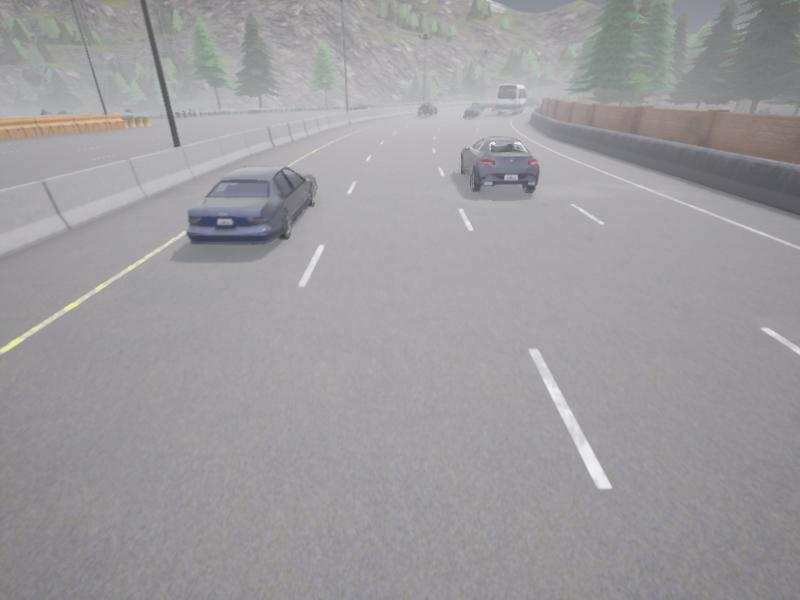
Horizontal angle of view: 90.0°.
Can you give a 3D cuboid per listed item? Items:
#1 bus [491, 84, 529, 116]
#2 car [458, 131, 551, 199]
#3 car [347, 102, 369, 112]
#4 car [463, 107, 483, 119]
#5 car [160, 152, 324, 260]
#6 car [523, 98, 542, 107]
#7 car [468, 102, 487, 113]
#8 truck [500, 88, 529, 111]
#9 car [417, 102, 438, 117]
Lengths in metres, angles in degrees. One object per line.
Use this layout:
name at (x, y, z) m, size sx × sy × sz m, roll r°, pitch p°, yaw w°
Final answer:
bus at (17.752, -32.121, 64.086) m, size 3.944 × 4.253 × 10.273 m, roll 11°, pitch 29°, yaw 20°
car at (3.551, -5.163, 14.795) m, size 2.152 × 1.651 × 5.027 m, roll 0°, pitch 27°, yaw 1°
car at (-7.778, -36.070, 74.669) m, size 1.882 × 1.535 × 5.008 m, roll 11°, pitch 29°, yaw 20°
car at (10.241, -26.178, 55.812) m, size 1.895 × 1.301 × 4.718 m, roll 9°, pitch 29°, yaw 16°
car at (-3.479, -2.670, 10.216) m, size 2.033 × 1.411 × 5.357 m, roll 0°, pitch 27°, yaw 0°
car at (32.982, -49.200, 99.559) m, size 2.150 × 2.045 × 5.566 m, roll 21°, pitch 34°, yaw 35°
car at (14.038, -34.936, 72.376) m, size 2.033 × 1.649 × 4.856 m, roll 13°, pitch 30°, yaw 23°
truck at (23.235, -40.560, 80.884) m, size 2.891 × 3.827 × 8.468 m, roll 15°, pitch 31°, yaw 27°
car at (4.095, -27.861, 58.427) m, size 1.932 × 1.855 × 4.605 m, roll 8°, pitch 28°, yaw 17°
